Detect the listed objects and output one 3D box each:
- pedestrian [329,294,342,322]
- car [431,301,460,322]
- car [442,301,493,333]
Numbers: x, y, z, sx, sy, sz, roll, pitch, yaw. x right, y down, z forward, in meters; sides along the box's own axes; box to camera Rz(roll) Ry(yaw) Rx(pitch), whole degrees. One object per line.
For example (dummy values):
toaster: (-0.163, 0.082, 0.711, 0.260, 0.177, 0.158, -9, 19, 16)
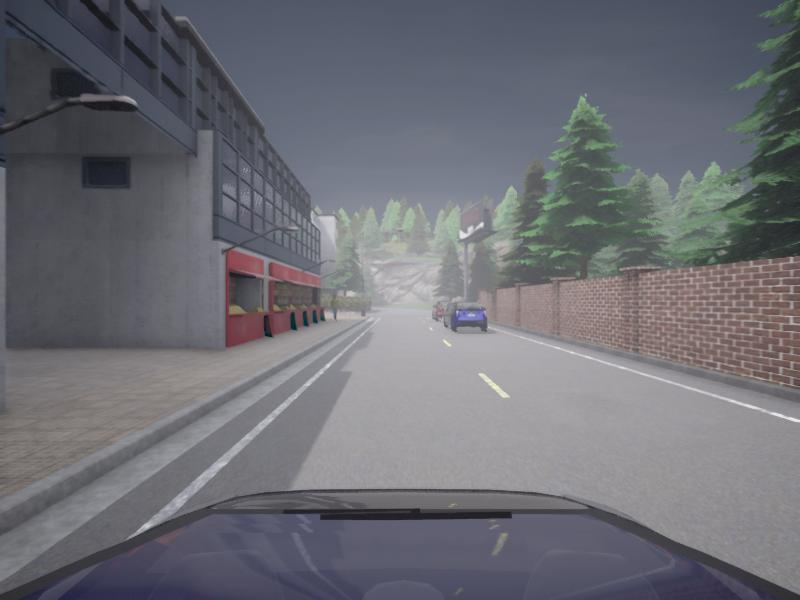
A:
pedestrian: (-4.279, 0.508, 26.655, 0.751, 1.860, 0.751, 0, 0, -1)
car: (3.486, 0.840, 31.285, 1.789, 1.549, 3.705, 0, 0, 0)
car: (3.491, 0.847, 21.683, 2.007, 1.525, 4.514, 0, 0, 0)
